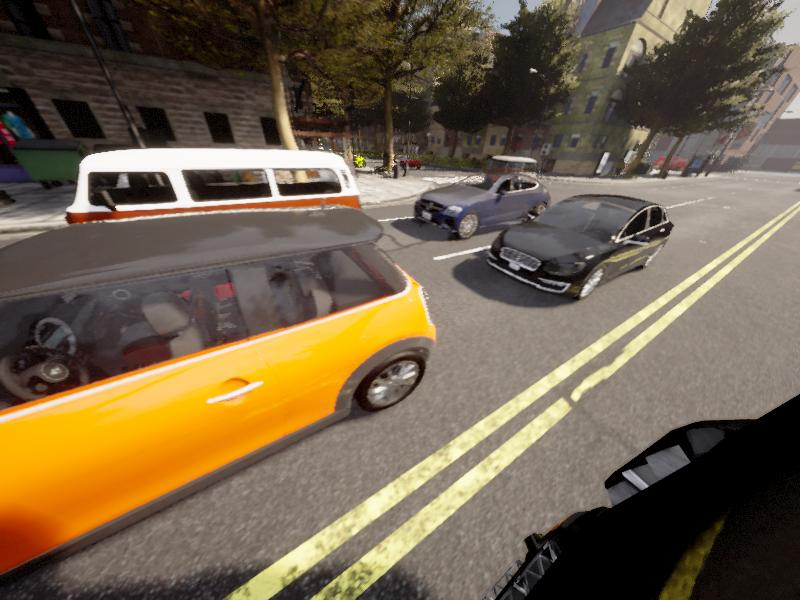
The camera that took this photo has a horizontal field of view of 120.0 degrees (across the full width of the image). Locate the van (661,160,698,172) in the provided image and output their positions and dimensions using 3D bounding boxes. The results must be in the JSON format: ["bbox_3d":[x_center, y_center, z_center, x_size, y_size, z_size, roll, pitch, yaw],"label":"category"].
[{"bbox_3d":[62.331,-29.993,51.655,2.069,2.038,4.480,-16,38,-26],"label":"van"}]

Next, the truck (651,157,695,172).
[{"bbox_3d":[59.141,-29.474,50.250,2.627,2.467,5.204,-16,38,-26],"label":"truck"}]

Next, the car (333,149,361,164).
[{"bbox_3d":[-7.472,-20.204,32.500,2.231,1.521,4.892,-16,38,-26],"label":"car"}]

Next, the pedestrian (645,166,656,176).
[{"bbox_3d":[34.791,-17.894,32.026,0.500,1.100,0.500,-16,38,-26],"label":"pedestrian"}]

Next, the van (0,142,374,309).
[{"bbox_3d":[-3.012,-1.797,4.599,4.480,2.038,2.069,-17,38,-26],"label":"van"}]

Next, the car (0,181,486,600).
[{"bbox_3d":[-1.925,0.235,1.842,4.553,1.767,2.097,-16,38,-26],"label":"car"}]

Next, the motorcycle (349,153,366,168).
[{"bbox_3d":[-4.506,-14.938,24.707,0.856,1.236,1.805,19,37,23],"label":"motorcycle"}]

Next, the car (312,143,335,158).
[{"bbox_3d":[-14.132,-27.715,42.804,2.435,2.045,5.566,-16,38,-26],"label":"car"}]

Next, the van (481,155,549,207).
[{"bbox_3d":[5.949,-6.697,12.655,1.775,1.987,4.442,6,34,5],"label":"van"}]

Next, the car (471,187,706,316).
[{"bbox_3d":[4.138,-1.431,5.049,4.892,1.490,1.837,-17,38,-26],"label":"car"}]

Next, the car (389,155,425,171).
[{"bbox_3d":[0.716,-16.215,27.228,1.895,1.301,4.718,-16,38,-26],"label":"car"}]

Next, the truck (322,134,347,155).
[{"bbox_3d":[-15.745,-37.249,55.419,2.891,3.827,8.468,-16,38,-26],"label":"truck"}]

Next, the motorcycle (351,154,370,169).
[{"bbox_3d":[-4.052,-14.360,23.945,0.803,1.145,2.033,27,40,17],"label":"motorcycle"}]

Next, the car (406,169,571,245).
[{"bbox_3d":[2.958,-3.384,7.789,5.027,1.651,2.152,-16,38,-26],"label":"car"}]

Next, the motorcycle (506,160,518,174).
[{"bbox_3d":[12.788,-15.217,26.358,0.764,1.277,2.356,10,33,29],"label":"motorcycle"}]

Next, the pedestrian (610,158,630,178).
[{"bbox_3d":[25.116,-15.057,26.386,0.751,1.860,0.751,-10,36,-18],"label":"pedestrian"}]

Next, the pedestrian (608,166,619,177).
[{"bbox_3d":[25.707,-15.529,27.824,0.500,1.100,0.500,22,38,27],"label":"pedestrian"}]

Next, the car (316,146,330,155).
[{"bbox_3d":[-17.615,-34.220,52.851,1.970,1.475,3.806,-16,38,-26],"label":"car"}]
